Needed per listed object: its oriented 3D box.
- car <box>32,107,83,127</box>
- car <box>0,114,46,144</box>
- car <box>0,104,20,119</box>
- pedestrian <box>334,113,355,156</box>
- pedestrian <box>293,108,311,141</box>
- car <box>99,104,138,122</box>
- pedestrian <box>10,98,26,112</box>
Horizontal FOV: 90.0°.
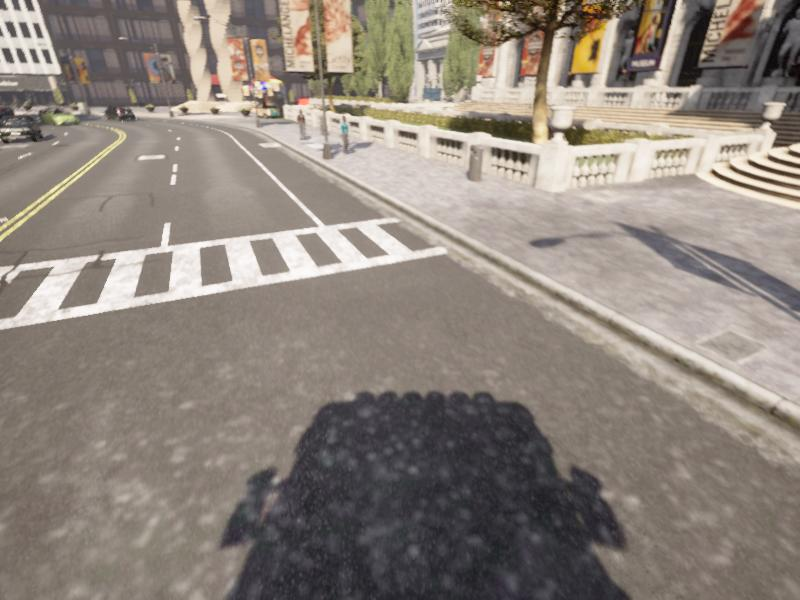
[{"bbox_3d":[-32.530,-17.431,38.017,4.514,1.525,2.007,17,32,30],"label":"car"},{"bbox_3d":[-24.791,-11.212,26.126,1.789,1.549,3.705,-15,31,-28],"label":"car"},{"bbox_3d":[-47.333,-22.103,46.832,3.705,1.549,1.789,3,28,6],"label":"car"},{"bbox_3d":[-2.709,-8.087,19.556,0.751,1.860,0.751,-9,29,-16],"label":"pedestrian"},{"bbox_3d":[-6.177,-11.033,25.178,0.751,1.860,0.751,-13,30,-24],"label":"pedestrian"},{"bbox_3d":[-31.250,-20.792,44.375,3.988,1.617,1.851,18,32,31],"label":"car"},{"bbox_3d":[-53.935,-27.539,56.507,0.751,1.860,0.751,5,28,10],"label":"pedestrian"}]
